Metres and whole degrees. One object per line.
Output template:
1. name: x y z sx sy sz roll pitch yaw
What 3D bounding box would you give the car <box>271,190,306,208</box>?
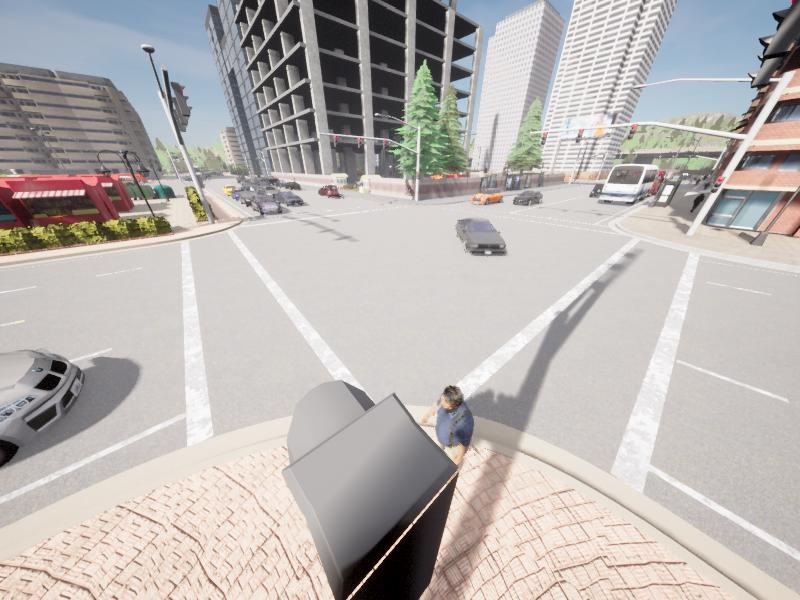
1. car: -13.316 -12.140 27.528 2.033 1.411 5.357 -23 37 -34

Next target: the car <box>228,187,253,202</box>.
1. car: -21.746 -14.437 31.426 1.816 1.474 4.193 -23 37 -34

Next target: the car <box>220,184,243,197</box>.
1. car: -26.393 -17.199 36.147 1.882 1.535 5.008 -23 37 -34

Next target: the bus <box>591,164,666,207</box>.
1. bus: 29.081 -14.753 29.311 10.273 4.253 3.944 -23 37 -34

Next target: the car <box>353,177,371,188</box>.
1. car: -8.128 -24.929 48.916 1.905 1.878 3.866 -23 37 -34

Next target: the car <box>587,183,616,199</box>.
1. car: 29.977 -16.310 34.363 3.866 1.878 1.905 -23 37 -34

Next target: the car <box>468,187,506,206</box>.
1. car: 10.696 -12.768 28.325 4.553 1.767 2.097 -23 37 -34

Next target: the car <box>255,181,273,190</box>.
1. car: -27.697 -23.301 46.885 1.994 1.385 4.181 -23 37 -34

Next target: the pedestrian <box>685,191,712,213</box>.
1. pedestrian: 28.286 -9.316 21.928 0.751 1.860 0.751 -16 34 -26

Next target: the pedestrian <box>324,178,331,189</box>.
1. pedestrian: -13.826 -22.147 44.042 0.751 1.860 0.751 -12 32 -20

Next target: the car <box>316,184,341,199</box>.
1. car: -10.590 -16.031 34.055 1.851 1.617 3.988 -23 37 -34

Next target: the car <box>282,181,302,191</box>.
1. car: -20.828 -22.030 44.514 1.882 1.535 5.008 -23 37 -34

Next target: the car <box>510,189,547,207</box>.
1. car: 15.622 -12.414 28.014 4.892 1.490 1.837 -23 37 -34

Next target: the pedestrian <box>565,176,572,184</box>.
1. pedestrian: 42.787 -30.600 58.792 0.751 1.860 0.751 -21 36 -32

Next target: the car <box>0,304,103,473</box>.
1. car: -7.986 1.961 2.938 4.611 1.667 2.242 -22 37 -34

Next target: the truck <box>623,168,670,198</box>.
1. truck: 38.913 -18.603 36.395 8.468 3.827 2.891 -23 37 -34

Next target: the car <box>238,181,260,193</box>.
1. car: -27.408 -20.545 41.840 1.930 1.638 5.238 -23 37 -34

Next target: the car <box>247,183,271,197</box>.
1. car: -22.624 -17.681 36.989 2.038 1.542 4.974 -23 37 -34

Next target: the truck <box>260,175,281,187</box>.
1. truck: -30.214 -27.803 53.953 2.390 2.098 6.274 -23 37 -34

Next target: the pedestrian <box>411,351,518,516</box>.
1. pedestrian: 0.639 1.661 2.847 0.751 1.860 0.751 -10 31 -17

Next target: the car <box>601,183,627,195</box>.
1. car: 36.103 -18.722 38.890 5.366 1.575 1.801 -23 37 -34

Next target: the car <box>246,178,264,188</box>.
1. car: -32.368 -26.160 51.584 2.152 1.651 5.027 -23 37 -34

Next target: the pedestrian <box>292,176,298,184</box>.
1. pedestrian: -26.247 -29.990 57.631 0.751 1.860 0.751 23 37 34

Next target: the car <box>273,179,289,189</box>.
1. car: -25.198 -24.615 48.975 1.789 1.549 3.705 -23 37 -34

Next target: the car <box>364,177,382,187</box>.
1. car: -5.875 -25.875 50.553 1.905 1.878 3.866 -23 37 -34

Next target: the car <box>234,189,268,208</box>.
1. car: -17.514 -11.947 27.107 2.163 1.488 4.792 -23 37 -34

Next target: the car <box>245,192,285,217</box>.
1. car: -13.363 -9.559 22.824 2.033 1.649 4.856 -23 37 -34

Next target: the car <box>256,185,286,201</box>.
1. car: -17.959 -14.993 32.193 2.242 1.667 4.611 -23 37 -34

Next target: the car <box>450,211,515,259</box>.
1. car: 4.426 -3.977 13.456 2.033 1.411 5.357 1 30 2
